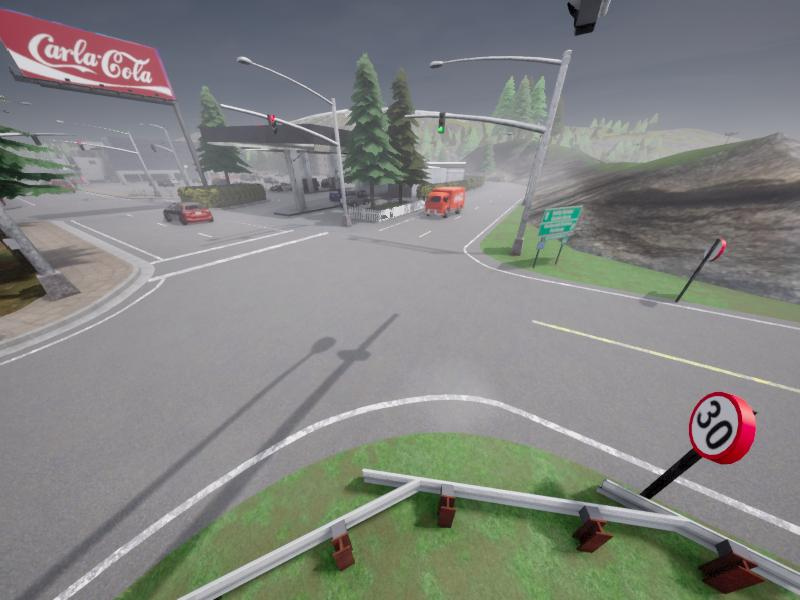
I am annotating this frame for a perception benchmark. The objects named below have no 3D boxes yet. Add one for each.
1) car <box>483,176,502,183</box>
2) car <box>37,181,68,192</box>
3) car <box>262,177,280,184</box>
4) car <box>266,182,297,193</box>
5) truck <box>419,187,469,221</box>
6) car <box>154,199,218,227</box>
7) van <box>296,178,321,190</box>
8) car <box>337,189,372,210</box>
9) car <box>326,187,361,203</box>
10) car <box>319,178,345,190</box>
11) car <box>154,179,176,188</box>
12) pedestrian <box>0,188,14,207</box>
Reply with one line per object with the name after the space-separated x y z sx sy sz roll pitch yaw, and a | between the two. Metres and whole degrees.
29.558 -38.631 73.861 4.856 1.649 2.033 21 36 32 | car
-66.476 -21.721 44.165 4.611 1.667 2.242 16 34 26 | car
-35.476 -32.774 63.464 4.514 1.523 2.007 16 34 26 | car
-23.524 -22.541 46.109 2.038 1.542 4.974 16 34 26 | car
4.441 -9.727 22.990 2.627 2.467 5.204 19 34 29 | truck
-18.362 -7.600 19.872 4.611 1.667 2.242 16 32 26 | car
-20.121 -25.650 50.984 2.069 2.038 4.480 16 34 26 | van
-5.367 -12.080 27.650 1.905 1.878 3.866 16 34 26 | car
-8.082 -15.233 33.445 2.242 1.667 4.611 16 34 26 | car
-15.191 -26.385 52.258 2.150 2.045 5.566 16 34 26 | car
-54.495 -27.084 53.607 4.514 1.523 2.007 16 34 26 | car
-45.424 -11.699 26.263 0.751 1.860 0.751 22 37 33 | pedestrian
